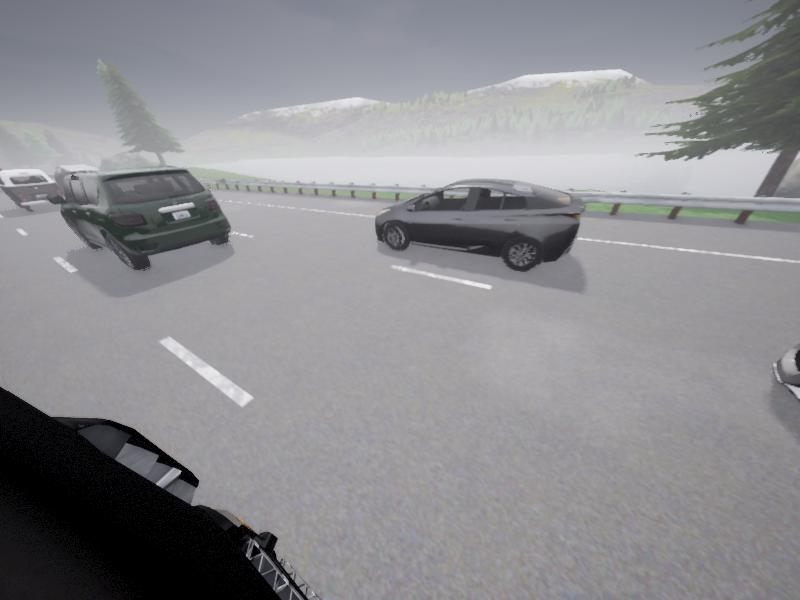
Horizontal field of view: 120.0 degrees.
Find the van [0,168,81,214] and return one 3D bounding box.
[{"bbox_3d":[-22.021,-6.624,13.806,4.480,2.038,2.069,16,38,26],"label":"van"}]

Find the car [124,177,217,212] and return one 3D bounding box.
[{"bbox_3d":[-12.509,-5.864,12.602,4.718,1.301,1.895,16,38,26],"label":"car"}]

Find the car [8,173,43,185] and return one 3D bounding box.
[{"bbox_3d":[-55.119,-17.885,34.017,4.718,1.301,1.895,16,38,26],"label":"car"}]

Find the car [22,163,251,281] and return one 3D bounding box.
[{"bbox_3d":[-7.179,-2.443,6.346,5.566,2.045,2.150,15,38,26],"label":"car"}]

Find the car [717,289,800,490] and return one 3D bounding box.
[{"bbox_3d":[5.155,1.213,0.269,5.027,1.651,2.152,16,38,26],"label":"car"}]

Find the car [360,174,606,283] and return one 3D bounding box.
[{"bbox_3d":[1.560,-1.988,5.465,4.514,1.525,2.007,16,38,26],"label":"car"}]

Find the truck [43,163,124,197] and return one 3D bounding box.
[{"bbox_3d":[-26.778,-10.221,19.546,6.274,2.098,2.390,16,38,26],"label":"truck"}]

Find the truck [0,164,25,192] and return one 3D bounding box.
[{"bbox_3d":[-44.120,-13.078,24.854,5.204,2.467,2.627,15,38,25],"label":"truck"}]
